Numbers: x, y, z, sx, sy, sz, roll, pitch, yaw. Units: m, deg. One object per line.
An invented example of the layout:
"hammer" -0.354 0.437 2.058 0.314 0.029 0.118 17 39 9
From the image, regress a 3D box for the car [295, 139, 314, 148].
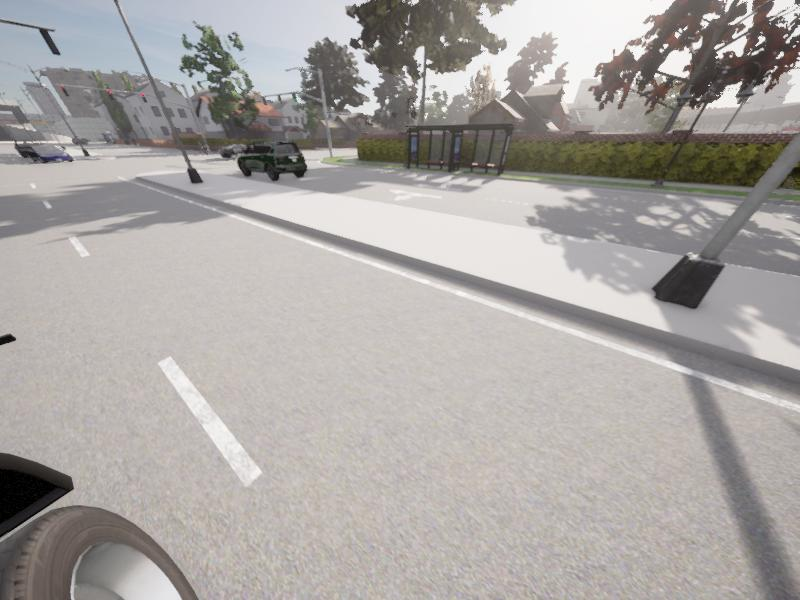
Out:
"car" -21.741 -35.675 52.585 3.806 1.475 1.970 22 41 28

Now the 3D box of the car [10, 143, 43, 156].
"car" -52.577 -21.234 32.535 4.718 1.301 1.895 22 41 28

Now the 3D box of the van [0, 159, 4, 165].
"van" -38.623 -13.402 20.878 4.480 2.038 2.069 22 40 28

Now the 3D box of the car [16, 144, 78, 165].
"car" -35.066 -14.512 22.969 4.792 1.488 2.163 17 38 22

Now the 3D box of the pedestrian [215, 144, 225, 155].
"pedestrian" -26.865 -22.521 34.543 0.751 1.300 0.751 -22 41 -28

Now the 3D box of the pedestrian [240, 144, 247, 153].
"pedestrian" -25.046 -24.269 36.967 0.500 1.100 0.500 16 38 21

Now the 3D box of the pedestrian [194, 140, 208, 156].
"pedestrian" -28.100 -21.513 32.612 0.751 1.860 0.751 24 41 29

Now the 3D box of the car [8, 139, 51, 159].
"car" -44.721 -18.285 27.886 3.866 1.878 1.905 23 41 27

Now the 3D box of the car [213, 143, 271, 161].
"car" -18.799 -17.899 27.786 1.930 1.638 5.238 28 43 33

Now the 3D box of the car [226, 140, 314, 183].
"car" -8.561 -9.250 15.224 5.566 2.045 2.150 22 41 28

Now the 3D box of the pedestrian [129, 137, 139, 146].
"pedestrian" -67.365 -40.181 58.557 0.751 1.860 0.751 23 41 28
